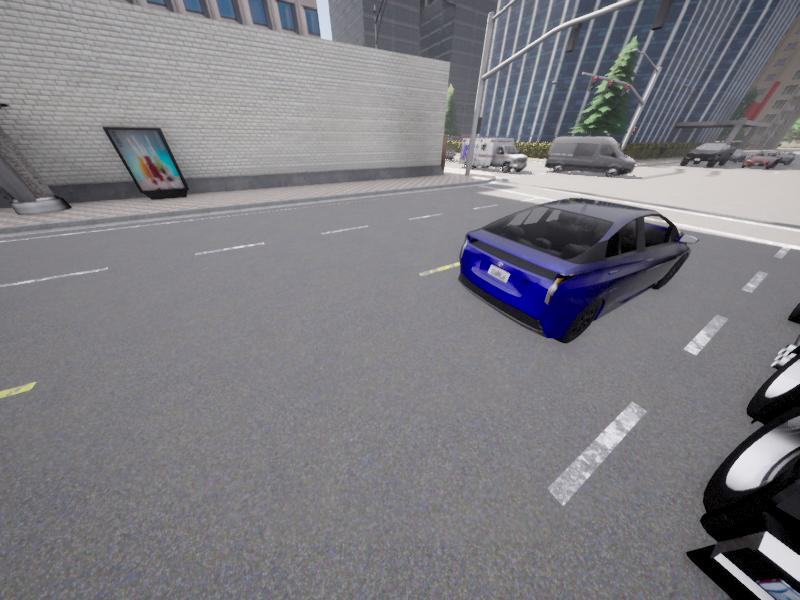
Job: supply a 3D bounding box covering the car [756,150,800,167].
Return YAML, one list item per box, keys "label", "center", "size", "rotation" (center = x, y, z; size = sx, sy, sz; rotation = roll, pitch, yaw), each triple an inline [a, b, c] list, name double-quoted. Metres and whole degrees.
- label: "car"
  center: [43.488, -16.286, 26.501]
  size: [4.181, 1.385, 1.994]
  rotation: [-18, 39, -24]

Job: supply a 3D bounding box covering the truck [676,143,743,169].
- label: "truck"
  center: [32.935, -15.449, 24.584]
  size: [6.274, 2.098, 2.390]
  rotation: [-18, 39, -24]

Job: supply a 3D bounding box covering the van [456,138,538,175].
- label: "van"
  center: [8.288, -13.021, 20.724]
  size: [2.351, 2.431, 6.366]
  rotation: [-18, 39, -24]

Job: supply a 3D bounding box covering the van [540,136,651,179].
- label: "van"
  center: [15.086, -11.412, 18.342]
  size: [1.988, 2.561, 5.915]
  rotation: [-28, 44, -34]

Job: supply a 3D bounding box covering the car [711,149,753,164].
- label: "car"
  center: [41.401, -17.943, 28.799]
  size: [4.674, 1.442, 1.812]
  rotation: [-18, 39, -25]

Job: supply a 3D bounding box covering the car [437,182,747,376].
- label: "car"
  center: [3.120, -0.868, 3.931]
  size: [4.514, 1.525, 2.007]
  rotation: [-18, 39, -24]

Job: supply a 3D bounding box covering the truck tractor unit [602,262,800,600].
- label: "truck tractor unit"
  center: [5.106, -0.306, 0.786]
  size: [6.516, 4.208, 3.053]
  rotation: [-18, 39, -24]

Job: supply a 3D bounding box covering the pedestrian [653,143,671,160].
- label: "pedestrian"
  center: [34.632, -19.656, 30.535]
  size: [0.751, 1.860, 0.751]
  rotation: [-24, 41, -30]

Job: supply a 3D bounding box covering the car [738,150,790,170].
- label: "car"
  center: [36.240, -13.961, 23.018]
  size: [4.193, 1.474, 1.816]
  rotation: [-18, 39, -24]
